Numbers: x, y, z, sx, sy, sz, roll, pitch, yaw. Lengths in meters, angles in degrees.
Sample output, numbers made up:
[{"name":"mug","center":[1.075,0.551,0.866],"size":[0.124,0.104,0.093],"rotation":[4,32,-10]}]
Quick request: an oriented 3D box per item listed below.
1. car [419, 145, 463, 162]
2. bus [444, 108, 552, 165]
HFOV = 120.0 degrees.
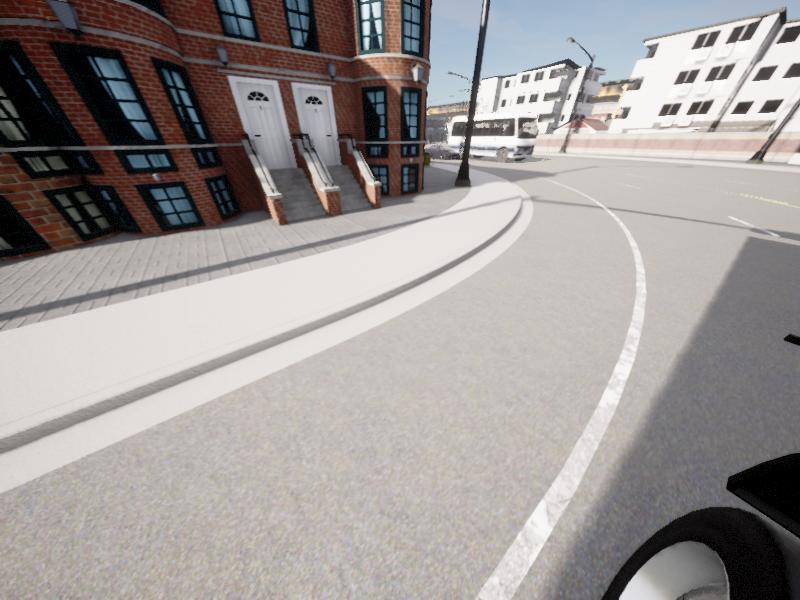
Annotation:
[{"name":"car","center":[4.747,-17.650,27.684],"size":[2.033,1.411,5.357],"rotation":[-21,40,-26]},{"name":"bus","center":[9.955,-17.993,25.650],"size":[3.944,4.253,10.273],"rotation":[-19,40,-25]}]
